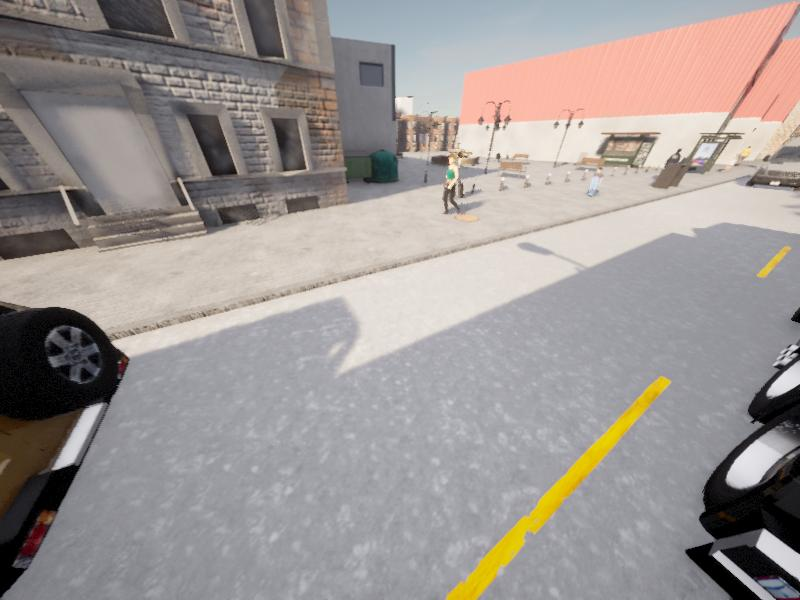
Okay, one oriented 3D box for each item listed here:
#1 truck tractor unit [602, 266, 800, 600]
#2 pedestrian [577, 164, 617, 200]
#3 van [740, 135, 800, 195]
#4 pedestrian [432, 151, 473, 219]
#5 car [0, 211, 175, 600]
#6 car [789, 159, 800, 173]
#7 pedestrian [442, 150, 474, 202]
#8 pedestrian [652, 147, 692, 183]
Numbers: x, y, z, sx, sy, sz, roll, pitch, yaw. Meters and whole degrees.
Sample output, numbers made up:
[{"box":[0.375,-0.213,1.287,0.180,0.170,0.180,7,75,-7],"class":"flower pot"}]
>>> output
[{"box":[5.110,-0.303,0.774,6.516,4.208,3.053,-18,39,-24],"class":"truck tractor unit"},{"box":[8.783,-5.302,10.330,0.751,1.300,0.751,-21,40,-28],"class":"pedestrian"},{"box":[23.051,-7.933,13.368,5.915,2.561,1.988,-18,39,-25],"class":"van"},{"box":[1.653,-3.725,7.516,0.751,1.860,0.751,-15,38,-20],"class":"pedestrian"},{"box":[-4.196,1.209,0.592,4.605,1.855,1.932,-18,39,-25],"class":"car"},{"box":[37.815,-12.319,20.720,4.792,1.488,2.163,-18,39,-25],"class":"car"},{"box":[2.411,-5.223,9.761,0.751,1.860,0.751,-12,37,-17],"class":"pedestrian"},{"box":[16.938,-8.443,14.422,0.751,1.860,0.751,-21,40,-27],"class":"pedestrian"}]
